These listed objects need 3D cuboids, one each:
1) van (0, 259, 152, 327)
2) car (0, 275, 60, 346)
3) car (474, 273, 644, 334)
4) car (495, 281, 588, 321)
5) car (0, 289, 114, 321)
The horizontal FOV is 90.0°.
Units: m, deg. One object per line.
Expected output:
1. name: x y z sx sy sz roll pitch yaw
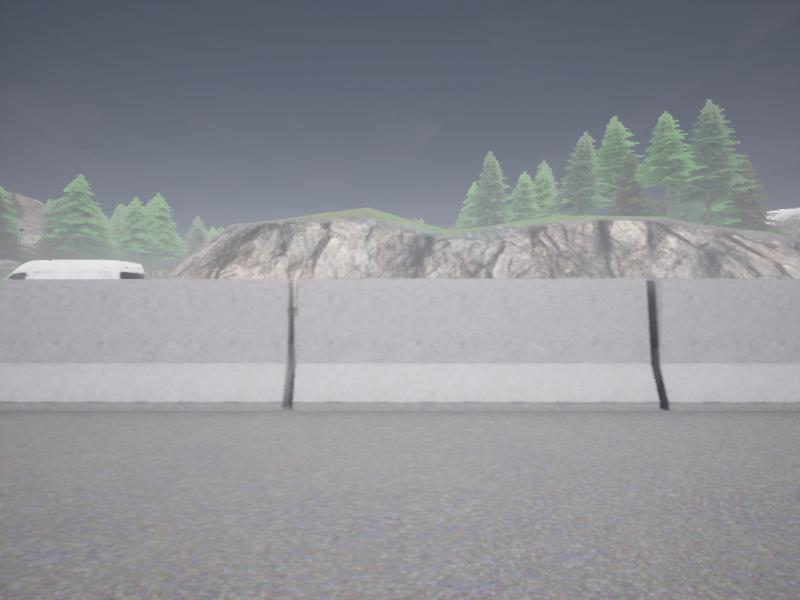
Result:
1. van: -13.623 -0.275 16.205 5.915 2.561 1.988 0 0 0
2. car: -11.180 0.230 9.201 4.974 1.542 2.038 0 0 0
3. car: 4.821 0.093 12.700 4.553 1.767 2.097 0 0 0
4. car: 6.861 0.043 19.700 3.866 1.878 1.905 0 0 0
5. car: -17.283 0.239 19.700 4.902 1.511 2.128 0 0 0
